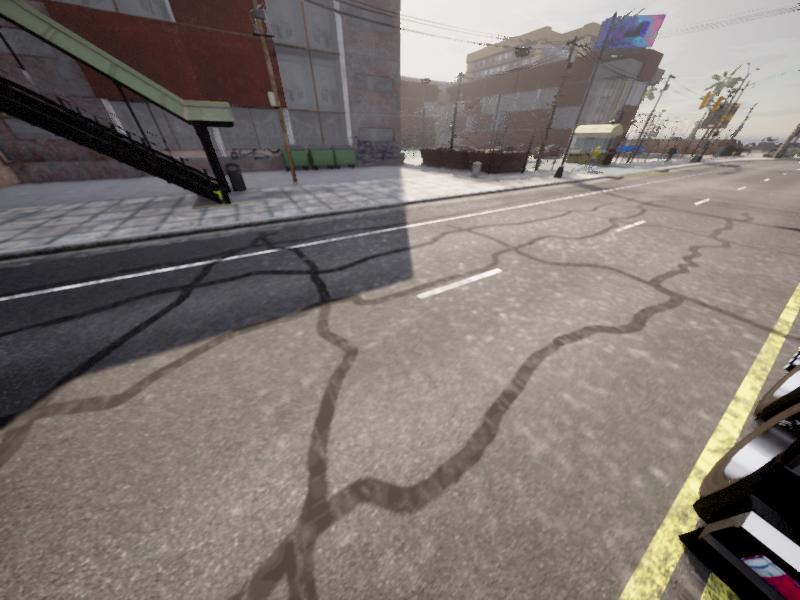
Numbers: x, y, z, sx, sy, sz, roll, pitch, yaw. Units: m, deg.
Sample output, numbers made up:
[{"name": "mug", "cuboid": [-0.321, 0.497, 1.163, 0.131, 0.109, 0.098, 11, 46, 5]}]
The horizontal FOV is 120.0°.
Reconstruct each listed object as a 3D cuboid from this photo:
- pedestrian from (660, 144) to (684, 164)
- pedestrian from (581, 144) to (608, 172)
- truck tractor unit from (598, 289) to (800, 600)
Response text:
[{"name": "pedestrian", "cuboid": [29.357, -15.774, 24.948, 0.751, 1.860, 0.751, -20, 40, -26]}, {"name": "pedestrian", "cuboid": [15.514, -11.332, 18.452, 0.751, 1.860, 0.751, -18, 39, -25]}, {"name": "truck tractor unit", "cuboid": [5.150, -0.260, 0.715, 6.516, 4.208, 3.053, -17, 38, -22]}]
